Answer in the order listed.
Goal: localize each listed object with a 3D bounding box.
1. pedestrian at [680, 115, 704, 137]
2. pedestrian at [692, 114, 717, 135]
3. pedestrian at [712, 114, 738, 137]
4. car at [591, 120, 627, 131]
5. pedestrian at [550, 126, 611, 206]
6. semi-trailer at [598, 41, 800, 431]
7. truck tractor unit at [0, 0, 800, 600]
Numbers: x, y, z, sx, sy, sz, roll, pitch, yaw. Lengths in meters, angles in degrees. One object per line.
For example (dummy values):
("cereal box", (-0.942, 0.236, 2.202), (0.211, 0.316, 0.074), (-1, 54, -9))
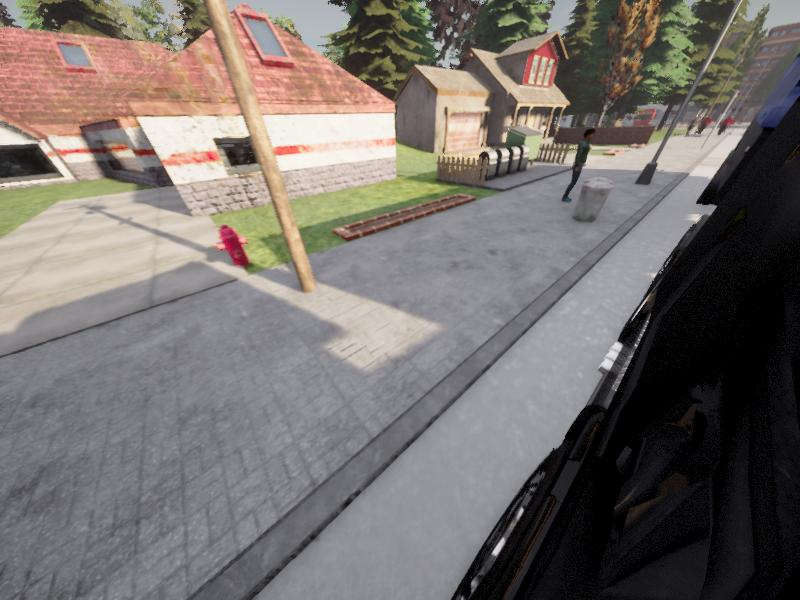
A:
("pedestrian", (31.480, -18.755, 24.929), (0.751, 1.860, 0.751), (-23, 42, -25))
("pedestrian", (34.498, -19.839, 26.187), (0.751, 1.860, 0.751), (-21, 41, -23))
("pedestrian", (32.992, -17.723, 23.462), (0.751, 1.860, 0.751), (-29, 44, -31))
("car", (43.660, -36.651, 48.428), (2.152, 1.651, 5.027), (-28, 44, -30))
("pedestrian", (5.161, -3.847, 6.686), (0.751, 1.860, 0.751), (22, 43, 29))
("semi-trailer", (8.696, -3.606, 4.231), (14.254, 4.402, 2.717), (-28, 44, -30))
("truck tractor unit", (2.645, -0.295, 0.351), (6.516, 4.208, 3.053), (-28, 44, -30))
